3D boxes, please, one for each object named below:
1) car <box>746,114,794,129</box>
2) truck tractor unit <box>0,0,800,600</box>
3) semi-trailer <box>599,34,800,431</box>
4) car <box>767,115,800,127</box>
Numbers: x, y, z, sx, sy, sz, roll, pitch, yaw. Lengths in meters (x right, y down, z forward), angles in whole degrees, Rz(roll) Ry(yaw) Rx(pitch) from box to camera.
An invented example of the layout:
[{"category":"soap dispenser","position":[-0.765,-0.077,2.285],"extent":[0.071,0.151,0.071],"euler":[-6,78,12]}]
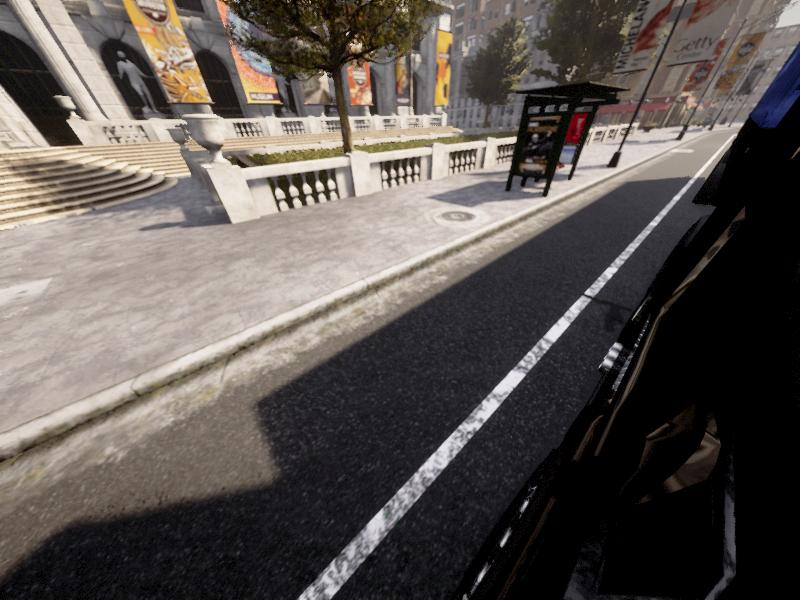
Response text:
[{"category":"car","position":[53.306,-25.732,33.286],"extent":[4.674,1.452,2.002],"euler":[-14,38,-15]},{"category":"truck tractor unit","position":[2.645,-0.295,0.351],"extent":[6.516,4.208,3.053],"euler":[-28,44,-30]},{"category":"semi-trailer","position":[8.648,-3.646,4.266],"extent":[14.254,4.402,2.717],"euler":[-29,44,-30]},{"category":"car","position":[58.763,-26.890,34.600],"extent":[4.718,1.301,1.895],"euler":[-8,37,-7]}]
